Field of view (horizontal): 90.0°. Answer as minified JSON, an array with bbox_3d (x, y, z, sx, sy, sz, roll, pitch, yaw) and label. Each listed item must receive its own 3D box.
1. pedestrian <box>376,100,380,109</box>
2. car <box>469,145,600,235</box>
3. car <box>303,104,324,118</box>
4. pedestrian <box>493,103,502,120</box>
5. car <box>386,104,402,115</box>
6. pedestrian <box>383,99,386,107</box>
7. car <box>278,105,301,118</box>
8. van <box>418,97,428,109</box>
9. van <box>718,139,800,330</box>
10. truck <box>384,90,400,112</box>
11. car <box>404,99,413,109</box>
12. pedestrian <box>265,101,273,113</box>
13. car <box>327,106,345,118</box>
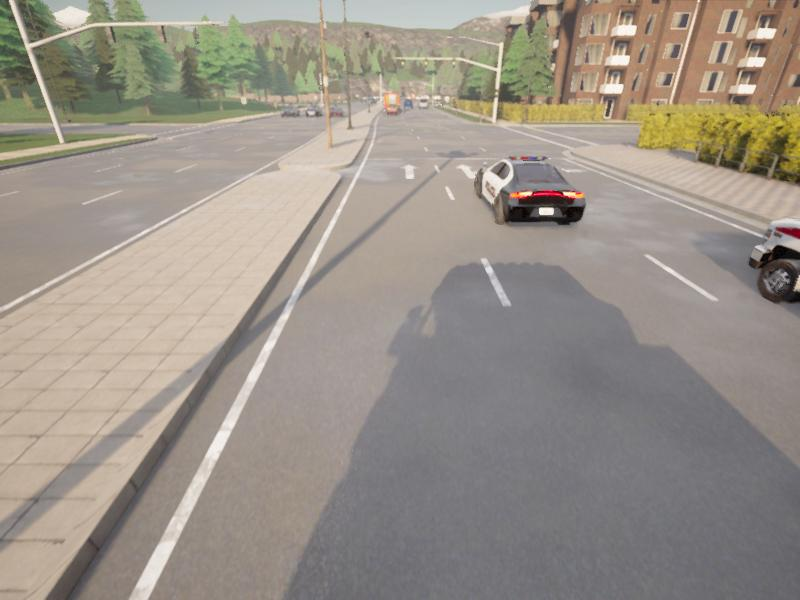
[{"bbox_3d":[-4.713,-42.652,87.181,0.751,1.860,0.751,-3,27,-5],"label":"pedestrian"},{"bbox_3d":[3.468,-3.394,11.568,2.038,1.542,4.974,0,27,0],"label":"car"},{"bbox_3d":[-12.946,-28.492,60.241,2.033,1.649,4.856,0,27,-1],"label":"car"},{"bbox_3d":[12.309,-23.695,50.352,0.751,1.860,0.751,0,27,-1],"label":"pedestrian"},{"bbox_3d":[-0.933,-31.835,66.810,1.851,1.617,3.988,5,28,10],"label":"car"},{"bbox_3d":[-4.007,-51.650,104.692,0.751,1.860,0.751,2,27,4],"label":"pedestrian"},{"bbox_3d":[-16.414,-28.199,59.766,2.038,1.542,4.974,0,27,-1],"label":"car"},{"bbox_3d":[5.491,-47.490,96.277,1.988,2.561,5.915,0,27,0],"label":"van"},{"bbox_3d":[6.988,0.036,3.923,2.351,2.431,6.366,0,27,0],"label":"van"},{"bbox_3d":[-1.476,-39.252,78.818,2.891,3.827,8.468,0,27,0],"label":"truck"},{"bbox_3d":[1.982,-47.515,96.852,2.150,2.045,5.566,0,27,0],"label":"car"},{"bbox_3d":[-21.700,-31.990,66.352,0.751,1.860,0.751,0,27,0],"label":"pedestrian"},{"bbox_3d":[-9.402,-27.840,59.264,1.994,1.385,4.181,0,27,-1],"label":"car"}]
